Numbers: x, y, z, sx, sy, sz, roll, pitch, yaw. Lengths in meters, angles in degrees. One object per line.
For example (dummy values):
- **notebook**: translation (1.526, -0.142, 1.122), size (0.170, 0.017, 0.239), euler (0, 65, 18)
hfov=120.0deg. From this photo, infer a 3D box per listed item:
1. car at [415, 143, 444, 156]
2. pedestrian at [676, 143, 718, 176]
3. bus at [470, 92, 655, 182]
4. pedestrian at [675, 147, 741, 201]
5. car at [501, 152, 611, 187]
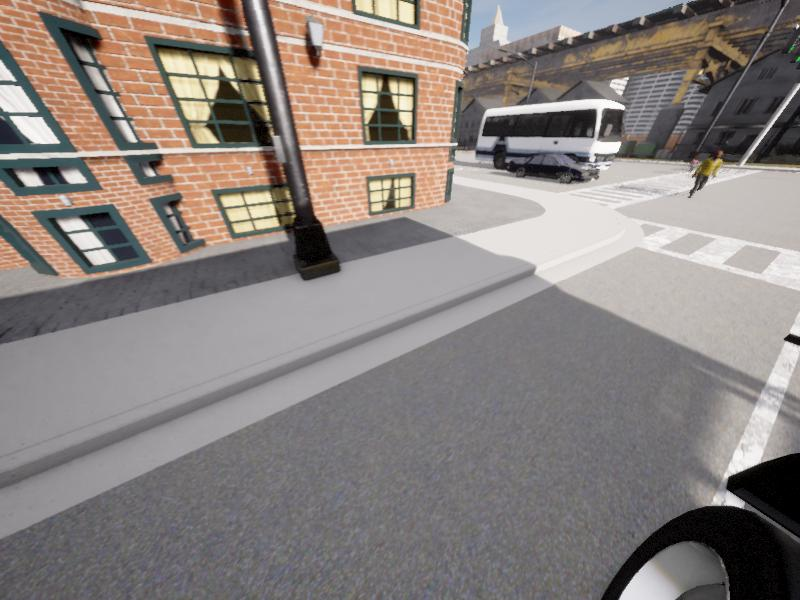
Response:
- **car**: translation (4.714, -25.032, 38.272), size (1.930, 1.638, 5.238), euler (-19, 39, -24)
- **pedestrian**: translation (20.384, -9.662, 15.891), size (0.751, 1.860, 0.751), euler (1, 35, 2)
- **bus**: translation (10.899, -12.374, 17.816), size (3.944, 4.253, 10.273), euler (-19, 40, -24)
- **pedestrian**: translation (12.777, -5.268, 9.687), size (0.751, 1.860, 0.751), euler (21, 40, 27)
- **car**: translation (9.524, -8.451, 14.723), size (2.033, 1.411, 5.357), euler (-19, 39, -24)
